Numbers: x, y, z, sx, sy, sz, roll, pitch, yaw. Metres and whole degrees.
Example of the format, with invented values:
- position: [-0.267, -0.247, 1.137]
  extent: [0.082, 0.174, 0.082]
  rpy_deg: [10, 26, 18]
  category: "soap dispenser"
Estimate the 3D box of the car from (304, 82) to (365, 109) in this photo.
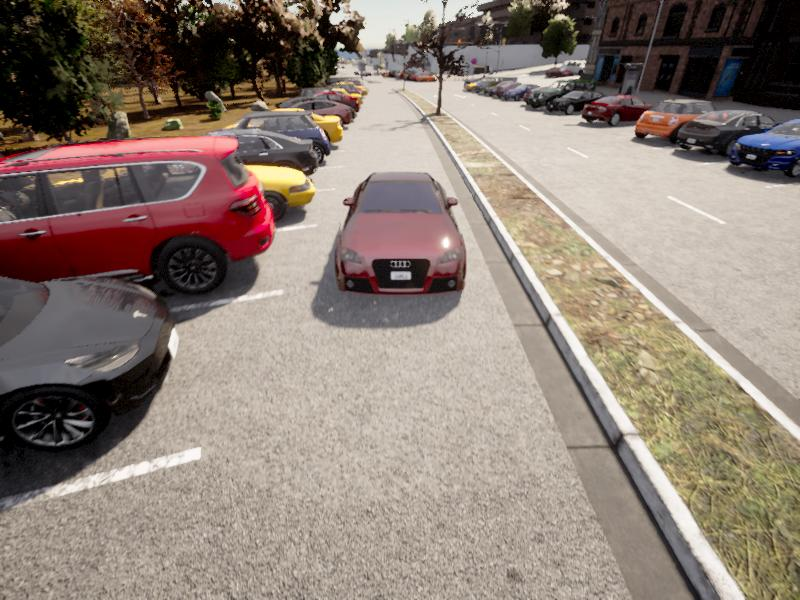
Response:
- position: [-5.589, -17.536, 34.171]
  extent: [4.553, 1.767, 2.185]
  rpy_deg: [-13, 33, -19]
  category: "car"

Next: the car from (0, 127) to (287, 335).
- position: [-4.829, -1.160, 5.962]
  extent: [5.566, 2.045, 2.435]
  rpy_deg: [-11, 32, -17]
  category: "car"

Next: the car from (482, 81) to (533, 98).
- position: [11.938, -23.471, 44.455]
  extent: [4.892, 1.521, 2.231]
  rpy_deg: [-12, 33, -21]
  category: "car"

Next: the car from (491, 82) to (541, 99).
- position: [12.144, -21.915, 41.877]
  extent: [4.674, 1.452, 2.002]
  rpy_deg: [-12, 33, -21]
  category: "car"

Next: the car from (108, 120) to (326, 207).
- position: [-4.813, -3.952, 11.226]
  extent: [4.892, 1.521, 2.231]
  rpy_deg: [-11, 32, -17]
  category: "car"

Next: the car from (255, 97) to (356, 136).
- position: [-5.035, -9.912, 21.460]
  extent: [4.792, 1.488, 2.163]
  rpy_deg: [-12, 32, -18]
  category: "car"

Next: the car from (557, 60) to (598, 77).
- position: [28.670, -37.558, 64.801]
  extent: [2.435, 2.045, 5.566]
  rpy_deg: [-22, 37, -23]
  category: "car"

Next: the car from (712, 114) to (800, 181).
- position: [13.388, -5.151, 13.214]
  extent: [5.008, 1.535, 2.097]
  rpy_deg: [-10, 32, -18]
  category: "car"

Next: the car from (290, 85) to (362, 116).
- position: [-5.352, -14.537, 29.052]
  extent: [4.553, 1.767, 2.185]
  rpy_deg: [-12, 32, -19]
  category: "car"

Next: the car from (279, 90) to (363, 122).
- position: [-5.190, -12.938, 26.568]
  extent: [5.008, 1.535, 2.097]
  rpy_deg: [-12, 32, -18]
  category: "car"

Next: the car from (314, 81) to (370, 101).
- position: [-6.029, -21.947, 41.942]
  extent: [5.366, 1.575, 1.946]
  rpy_deg: [-13, 32, -20]
  category: "car"

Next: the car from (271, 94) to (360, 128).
- position: [-5.064, -11.426, 24.043]
  extent: [4.792, 1.488, 2.163]
  rpy_deg: [-12, 32, -18]
  category: "car"

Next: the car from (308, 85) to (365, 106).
- position: [-5.787, -18.881, 36.797]
  extent: [4.674, 1.452, 2.002]
  rpy_deg: [-13, 33, -19]
  category: "car"

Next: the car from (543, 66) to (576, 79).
- position: [25.722, -36.798, 64.653]
  extent: [2.002, 1.452, 4.674]
  rpy_deg: [-22, 37, -23]
  category: "car"

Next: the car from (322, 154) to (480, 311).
- position: [0.006, -1.501, 7.192]
  extent: [1.994, 1.385, 4.181]
  rpy_deg: [0, 30, 0]
  category: "car"

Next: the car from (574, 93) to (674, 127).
- position: [13.172, -11.264, 23.638]
  extent: [5.008, 1.535, 2.097]
  rpy_deg: [-11, 32, -19]
  category: "car"

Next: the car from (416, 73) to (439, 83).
- position: [5.984, -48.453, 87.231]
  extent: [4.553, 1.767, 2.185]
  rpy_deg: [-16, 34, -26]
  category: "car"

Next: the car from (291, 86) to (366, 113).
- position: [-5.629, -15.891, 31.610]
  extent: [5.366, 1.575, 1.946]
  rpy_deg: [-13, 33, -19]
  category: "car"

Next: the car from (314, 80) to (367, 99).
- position: [-6.592, -23.354, 44.358]
  extent: [5.366, 1.575, 1.946]
  rpy_deg: [-14, 33, -20]
  category: "car"

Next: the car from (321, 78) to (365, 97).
- position: [-6.638, -24.999, 46.918]
  extent: [4.553, 1.767, 2.185]
  rpy_deg: [-14, 33, -21]
  category: "car"

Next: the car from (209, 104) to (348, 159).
- position: [-4.874, -6.952, 16.346]
  extent: [5.008, 1.535, 2.097]
  rpy_deg: [-11, 32, -17]
  category: "car"

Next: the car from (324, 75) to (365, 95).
- position: [-6.829, -26.597, 49.445]
  extent: [4.442, 1.987, 1.878]
  rpy_deg: [-14, 33, -21]
  category: "car"

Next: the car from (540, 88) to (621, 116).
- position: [12.981, -14.317, 28.843]
  extent: [5.008, 1.535, 2.097]
  rpy_deg: [-11, 33, -20]
  category: "car"

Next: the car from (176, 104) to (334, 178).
- position: [-4.817, -5.567, 13.732]
  extent: [4.553, 1.767, 2.185]
  rpy_deg: [-11, 32, -17]
  category: "car"

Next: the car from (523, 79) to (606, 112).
- position: [12.824, -16.054, 31.307]
  extent: [5.566, 2.045, 2.435]
  rpy_deg: [-11, 33, -20]
  category: "car"

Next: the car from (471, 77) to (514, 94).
- position: [11.470, -26.632, 49.596]
  extent: [4.553, 1.767, 2.185]
  rpy_deg: [-13, 33, -22]
  category: "car"

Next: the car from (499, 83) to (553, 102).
- position: [12.352, -20.388, 39.274]
  extent: [4.674, 1.452, 2.002]
  rpy_deg: [-12, 33, -21]
  category: "car"

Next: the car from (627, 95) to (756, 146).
- position: [13.286, -8.314, 18.359]
  extent: [4.553, 1.767, 2.185]
  rpy_deg: [-11, 32, -19]
  category: "car"

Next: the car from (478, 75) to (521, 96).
- position: [11.593, -25.165, 46.893]
  extent: [4.442, 1.987, 1.878]
  rpy_deg: [-13, 33, -22]
  category: "car"

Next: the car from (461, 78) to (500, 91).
- position: [11.060, -29.515, 54.832]
  extent: [4.792, 1.488, 2.163]
  rpy_deg: [-13, 33, -22]
  category: "car"

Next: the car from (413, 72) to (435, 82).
- position: [5.391, -50.019, 89.695]
  extent: [4.442, 1.987, 1.878]
  rpy_deg: [-16, 35, -26]
  category: "car"

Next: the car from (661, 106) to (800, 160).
- position: [13.338, -6.677, 15.818]
  extent: [4.892, 1.521, 2.231]
  rpy_deg: [-10, 32, -18]
  category: "car"

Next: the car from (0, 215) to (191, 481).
- position: [-4.776, 0.572, 3.559]
  extent: [4.792, 1.488, 2.163]
  rpy_deg: [-11, 32, -17]
  category: "car"

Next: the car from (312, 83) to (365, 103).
- position: [-5.982, -20.374, 39.347]
  extent: [4.674, 1.452, 2.002]
  rpy_deg: [-13, 33, -20]
  category: "car"

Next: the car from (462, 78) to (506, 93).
- position: [10.998, -28.003, 52.172]
  extent: [5.366, 1.575, 1.946]
  rpy_deg: [-13, 33, -22]
  category: "car"

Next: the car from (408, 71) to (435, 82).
- position: [4.924, -51.563, 92.271]
  extent: [5.566, 2.045, 2.435]
  rpy_deg: [-16, 35, -26]
  category: "car"

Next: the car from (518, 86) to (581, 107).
- position: [12.694, -17.339, 34.075]
  extent: [4.674, 1.452, 2.002]
  rpy_deg: [-12, 32, -20]
  category: "car"

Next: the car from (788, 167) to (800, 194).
- position: [13.566, -3.663, 10.675]
  extent: [5.366, 1.575, 1.946]
  rpy_deg: [-10, 32, -18]
  category: "car"

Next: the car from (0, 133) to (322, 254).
- position: [-4.633, -2.492, 8.720]
  extent: [5.366, 1.575, 1.946]
  rpy_deg: [-11, 32, -17]
  category: "car"
